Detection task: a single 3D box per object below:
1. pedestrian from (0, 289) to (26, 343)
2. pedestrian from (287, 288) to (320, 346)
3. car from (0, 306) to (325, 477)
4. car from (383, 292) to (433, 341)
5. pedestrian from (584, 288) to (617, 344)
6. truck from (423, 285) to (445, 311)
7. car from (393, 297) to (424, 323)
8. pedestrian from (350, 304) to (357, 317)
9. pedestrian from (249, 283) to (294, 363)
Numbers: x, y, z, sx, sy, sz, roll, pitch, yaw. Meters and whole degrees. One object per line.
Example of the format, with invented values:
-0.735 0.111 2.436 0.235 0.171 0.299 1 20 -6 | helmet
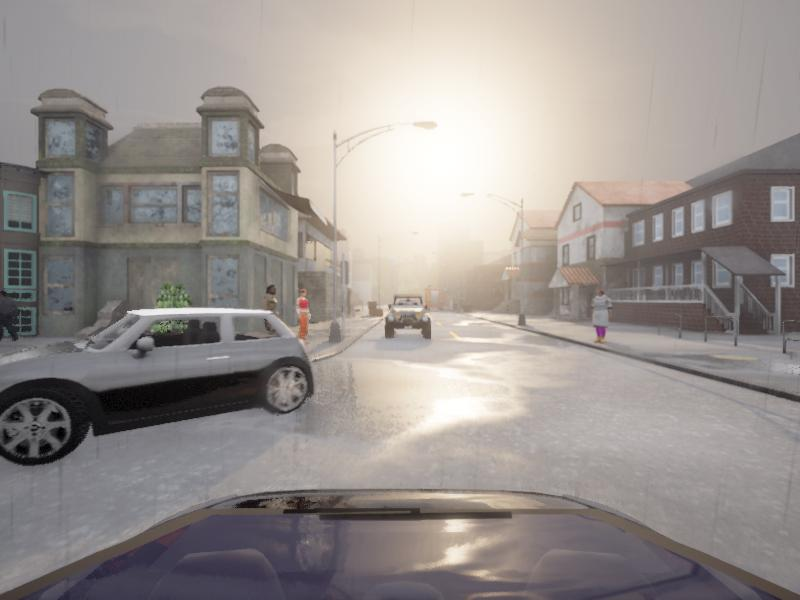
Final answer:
-13.887 0.543 14.088 0.751 1.860 0.751 0 0 -5 | pedestrian
-3.218 0.530 13.334 0.751 1.860 0.751 0 0 42 | pedestrian
-3.162 0.851 5.274 3.806 1.475 1.970 0 0 -41 | car
0.354 0.640 17.388 1.905 1.878 3.866 0 0 1 | car
6.970 0.529 13.895 0.751 1.860 0.751 0 0 -36 | pedestrian
5.258 -0.339 63.503 2.891 3.827 8.468 0 0 1 | truck
0.587 0.687 29.261 2.097 1.767 4.553 0 0 1 | car
-4.101 0.902 35.312 0.500 1.100 0.500 0 0 2 | pedestrian
-3.106 0.531 9.695 0.751 1.860 0.751 0 0 18 | pedestrian
